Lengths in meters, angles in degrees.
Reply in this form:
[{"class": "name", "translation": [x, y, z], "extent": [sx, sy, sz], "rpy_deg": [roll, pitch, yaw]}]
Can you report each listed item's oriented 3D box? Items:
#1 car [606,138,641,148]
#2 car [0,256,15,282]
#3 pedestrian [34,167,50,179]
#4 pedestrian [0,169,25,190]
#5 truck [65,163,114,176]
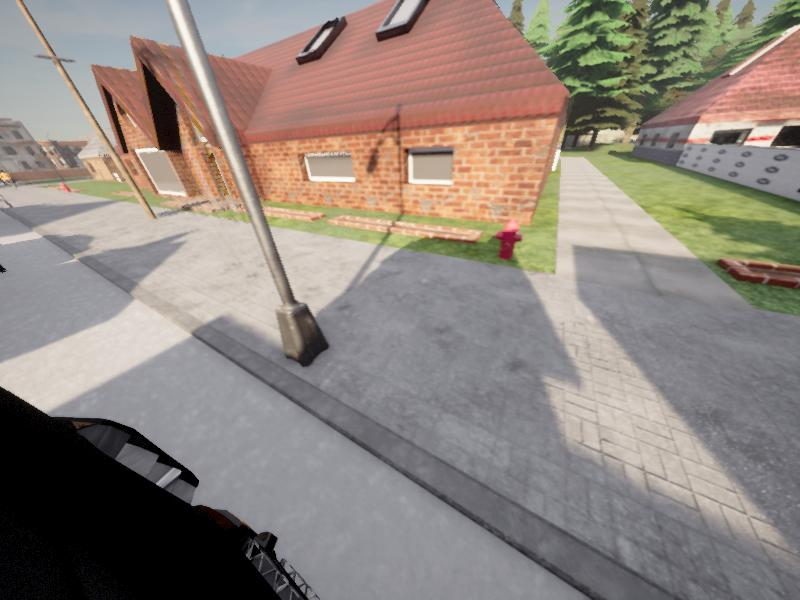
[{"class": "car", "translation": [50.938, -35.962, 52.853], "extent": [5.238, 1.638, 1.930], "rpy_deg": [16, 38, 26]}, {"class": "car", "translation": [-11.704, -1.285, 5.422], "extent": [5.008, 1.535, 1.882], "rpy_deg": [16, 38, 26]}, {"class": "pedestrian", "translation": [-66.091, -23.518, 42.625], "extent": [0.751, 1.860, 0.751], "rpy_deg": [17, 38, 27]}, {"class": "pedestrian", "translation": [-41.101, -12.656, 24.320], "extent": [0.751, 1.860, 0.751], "rpy_deg": [-25, 40, -30]}, {"class": "truck", "translation": [-72.241, -30.479, 53.983], "extent": [2.390, 2.098, 6.274], "rpy_deg": [16, 38, 26]}]
